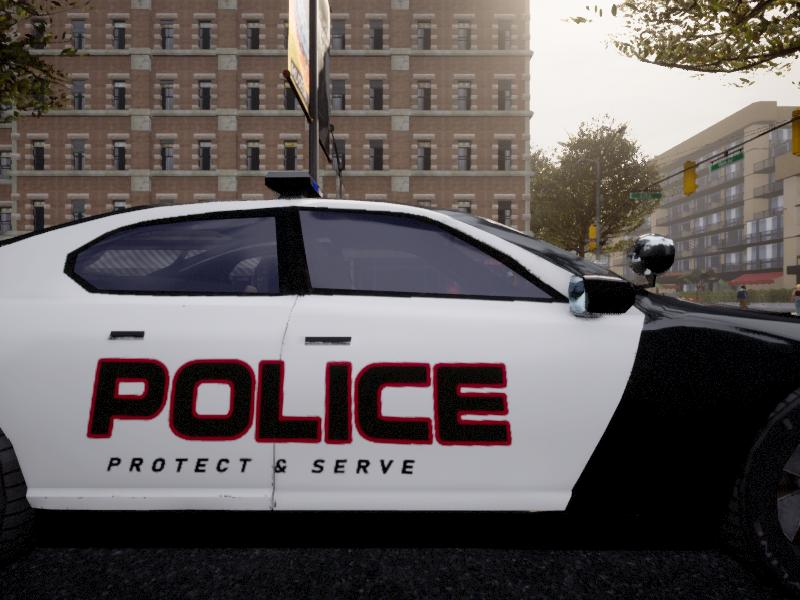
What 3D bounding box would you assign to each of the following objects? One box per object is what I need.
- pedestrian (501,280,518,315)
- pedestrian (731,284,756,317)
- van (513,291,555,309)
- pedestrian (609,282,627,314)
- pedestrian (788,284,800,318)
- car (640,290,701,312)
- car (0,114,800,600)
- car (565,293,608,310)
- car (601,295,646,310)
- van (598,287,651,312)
[{"bbox_3d":[5.907,-0.115,21.694,0.751,1.860,0.751,0,0,3],"label":"pedestrian"},{"bbox_3d":[19.445,0.037,22.639,0.751,1.860,0.751,0,0,1],"label":"pedestrian"},{"bbox_3d":[15.893,-0.002,47.523,4.442,1.987,1.775,0,0,38],"label":"van"},{"bbox_3d":[13.236,-0.115,24.294,0.751,1.860,0.751,0,0,45],"label":"pedestrian"},{"bbox_3d":[22.156,0.037,22.257,0.751,1.860,0.751,0,0,40],"label":"pedestrian"},{"bbox_3d":[23.006,0.094,34.242,2.097,1.767,4.553,0,0,0],"label":"car"},{"bbox_3d":[-0.057,0.226,2.190,4.974,1.542,2.038,0,0,0],"label":"car"},{"bbox_3d":[19.468,0.180,41.974,2.152,1.651,5.027,0,0,0],"label":"car"},{"bbox_3d":[22.968,0.244,41.298,1.837,1.490,4.892,0,0,0],"label":"car"},{"bbox_3d":[19.501,-0.029,35.025,2.069,2.038,4.480,0,0,0],"label":"van"}]
